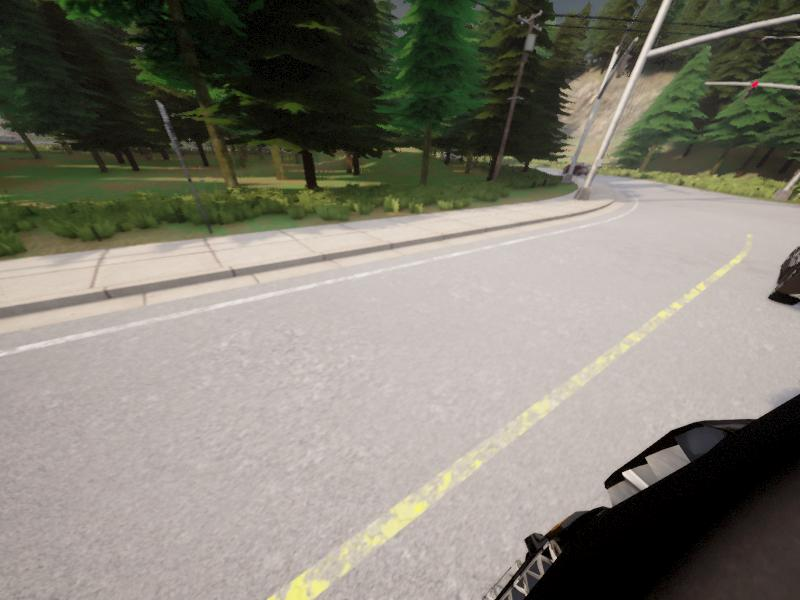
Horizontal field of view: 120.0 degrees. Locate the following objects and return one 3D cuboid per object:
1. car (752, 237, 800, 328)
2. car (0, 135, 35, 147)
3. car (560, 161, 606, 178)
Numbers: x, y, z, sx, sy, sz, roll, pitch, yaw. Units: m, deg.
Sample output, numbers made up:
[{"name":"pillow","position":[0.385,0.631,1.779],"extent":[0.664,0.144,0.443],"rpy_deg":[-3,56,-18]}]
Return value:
[{"name":"car","position":[8.710,-0.637,3.954],"extent":[4.856,1.649,2.033],"rpy_deg":[-18,39,-27]},{"name":"car","position":[-61.276,-24.878,36.143],"extent":[3.806,1.475,1.970],"rpy_deg":[-18,39,-27]},{"name":"car","position":[21.382,-15.448,27.293],"extent":[1.994,1.385,4.181],"rpy_deg":[1,34,-2]}]
